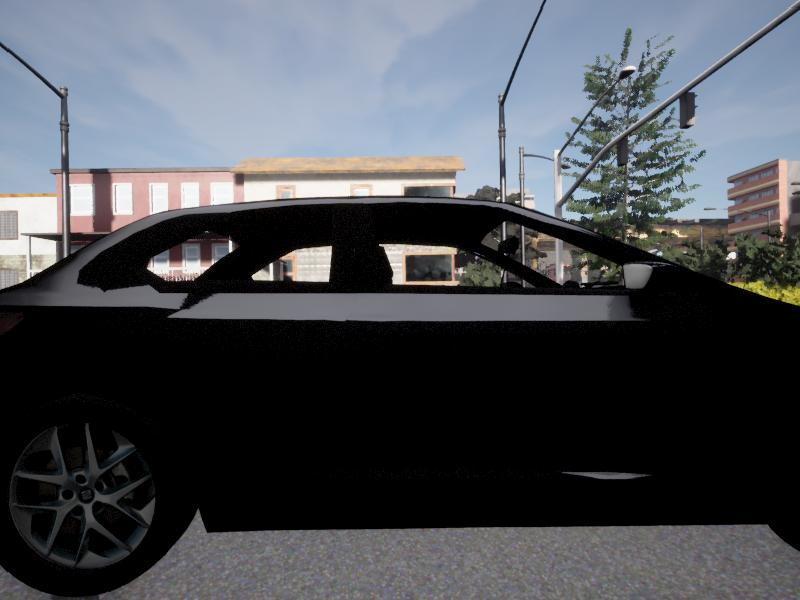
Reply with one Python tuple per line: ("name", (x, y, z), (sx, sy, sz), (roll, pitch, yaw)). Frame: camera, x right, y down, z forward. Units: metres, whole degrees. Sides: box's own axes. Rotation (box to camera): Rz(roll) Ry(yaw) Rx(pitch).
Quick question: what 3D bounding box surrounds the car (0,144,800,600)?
("car", (0.342, 0.254, 2.184), (4.193, 1.474, 1.816), (0, 0, -1))
